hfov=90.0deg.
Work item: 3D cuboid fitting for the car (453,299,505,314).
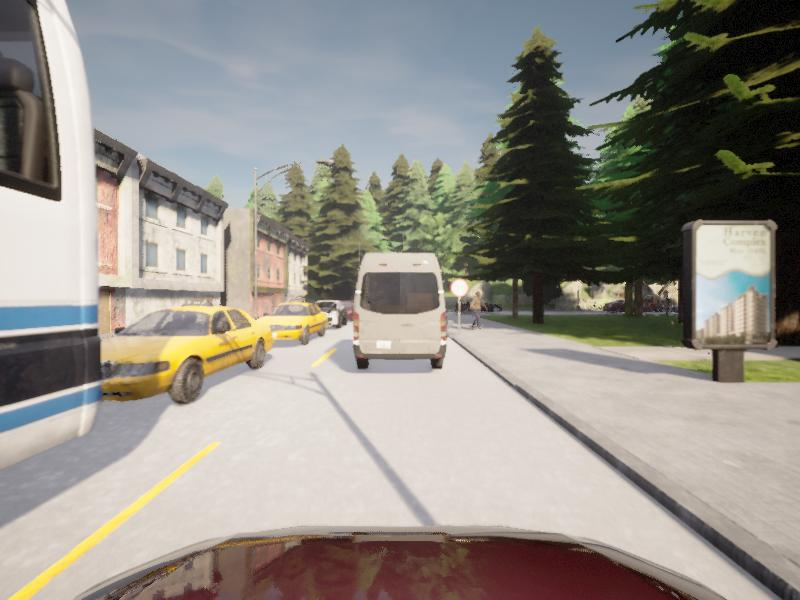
[{"bbox_3d":[8.181,0.651,41.654,5.008,1.535,1.882,0,0,-11],"label":"car"}]

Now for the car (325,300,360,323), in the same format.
[{"bbox_3d":[-3.999,0.752,28.637,1.812,1.442,4.674,0,0,0],"label":"car"}]

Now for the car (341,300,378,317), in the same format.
[{"bbox_3d":[-3.559,0.723,35.989,1.812,1.442,4.674,0,0,14],"label":"car"}]

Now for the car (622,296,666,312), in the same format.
[{"bbox_3d":[28.044,0.456,46.000,3.866,1.878,1.905,0,0,0],"label":"car"}]

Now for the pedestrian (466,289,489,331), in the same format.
[{"bbox_3d":[3.527,0.457,18.272,0.751,1.860,0.751,0,0,-23],"label":"pedestrian"}]

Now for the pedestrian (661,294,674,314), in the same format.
[{"bbox_3d":[24.639,0.381,36.843,0.751,1.860,0.751,0,0,0],"label":"pedestrian"}]

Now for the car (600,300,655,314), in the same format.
[{"bbox_3d":[23.831,0.697,41.979,4.674,1.442,1.812,0,0,0],"label":"car"}]

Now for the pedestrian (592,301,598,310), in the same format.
[{"bbox_3d":[24.627,0.705,50.515,0.500,1.100,0.500,0,0,-18],"label":"pedestrian"}]

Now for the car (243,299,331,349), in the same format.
[{"bbox_3d":[-3.999,0.739,15.171,1.801,1.575,5.366,0,0,0],"label":"car"}]

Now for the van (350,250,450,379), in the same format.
[{"bbox_3d":[0.005,0.277,10.857,1.988,2.561,5.915,0,0,0],"label":"van"}]

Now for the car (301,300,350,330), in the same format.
[{"bbox_3d":[-4.000,0.762,22.068,1.970,1.475,3.806,0,0,0],"label":"car"}]

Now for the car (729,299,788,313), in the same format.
[{"bbox_3d":[41.237,0.647,46.058,4.902,1.511,2.128,0,0,-1],"label":"car"}]

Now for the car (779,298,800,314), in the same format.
[{"bbox_3d":[43.271,0.584,42.091,4.611,1.667,2.242,0,0,0],"label":"car"}]

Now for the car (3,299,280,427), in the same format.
[{"bbox_3d":[-3.999,0.770,7.625,1.801,1.575,5.366,0,0,0],"label":"car"}]
